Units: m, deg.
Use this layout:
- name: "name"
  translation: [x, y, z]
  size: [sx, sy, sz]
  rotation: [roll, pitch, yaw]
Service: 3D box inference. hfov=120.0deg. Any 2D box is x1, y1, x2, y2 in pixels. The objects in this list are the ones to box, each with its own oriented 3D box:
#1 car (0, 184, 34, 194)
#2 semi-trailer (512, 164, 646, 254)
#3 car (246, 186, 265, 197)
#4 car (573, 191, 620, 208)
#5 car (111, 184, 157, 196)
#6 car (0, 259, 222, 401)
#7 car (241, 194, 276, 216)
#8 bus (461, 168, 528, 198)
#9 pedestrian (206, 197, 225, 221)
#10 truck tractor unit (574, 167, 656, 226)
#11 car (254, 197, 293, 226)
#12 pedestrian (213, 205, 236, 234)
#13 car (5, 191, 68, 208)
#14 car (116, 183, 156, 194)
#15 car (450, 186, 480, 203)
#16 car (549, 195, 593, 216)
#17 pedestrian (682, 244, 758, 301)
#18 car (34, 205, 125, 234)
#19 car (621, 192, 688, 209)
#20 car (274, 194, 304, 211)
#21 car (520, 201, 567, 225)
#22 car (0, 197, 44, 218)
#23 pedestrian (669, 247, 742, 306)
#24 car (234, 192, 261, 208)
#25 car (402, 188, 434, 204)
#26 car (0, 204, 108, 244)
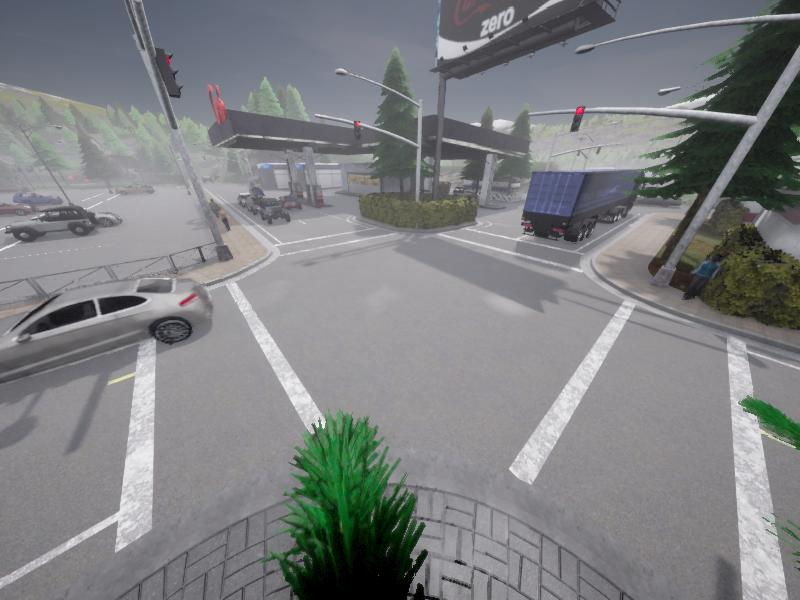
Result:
- name: "car"
  translation: [-75.561, -21.356, 44.506]
  size: [4.792, 1.488, 2.163]
  rotation: [-23, 37, -34]
- name: "semi-trailer"
  translation: [13.595, -7.282, 16.809]
  size: [14.254, 4.402, 2.717]
  rotation: [-22, 37, -34]
- name: "car"
  translation: [-25.515, -19.211, 40.797]
  size: [1.816, 1.474, 4.193]
  rotation: [-22, 37, -33]
- name: "car"
  translation: [24.570, -12.660, 28.971]
  size: [4.611, 1.667, 2.242]
  rotation: [-11, 32, -22]
- name: "car"
  translation: [-47.482, -19.774, 41.410]
  size: [5.027, 1.636, 2.152]
  rotation: [-23, 37, -34]
- name: "car"
  translation: [-8.064, 0.568, 6.007]
  size: [5.027, 1.651, 2.152]
  rotation: [-22, 36, -33]
- name: "car"
  translation: [-15.972, -10.737, 25.967]
  size: [2.033, 1.649, 4.856]
  rotation: [-22, 37, -33]
- name: "bus"
  translation: [16.718, -21.582, 42.125]
  size: [3.944, 4.253, 10.273]
  rotation: [-22, 37, -33]
- name: "pedestrian"
  translation: [-17.048, -8.397, 21.328]
  size: [0.751, 1.860, 0.751]
  rotation: [-23, 37, -34]
- name: "truck tractor unit"
  translation: [19.686, -9.720, 21.231]
  size: [6.516, 4.208, 3.053]
  rotation: [-23, 37, -33]
- name: "car"
  translation: [-11.869, -8.361, 21.588]
  size: [1.905, 1.878, 3.866]
  rotation: [-22, 37, -33]
- name: "pedestrian"
  translation: [-12.937, -5.926, 17.047]
  size: [0.751, 1.860, 0.751]
  rotation: [-23, 37, -34]
- name: "car"
  translation: [-45.788, -12.777, 29.270]
  size: [3.633, 1.501, 1.845]
  rotation: [-23, 37, -34]
- name: "car"
  translation: [-49.532, -20.953, 43.472]
  size: [4.514, 1.523, 2.007]
  rotation: [-23, 37, -34]
- name: "car"
  translation: [9.747, -16.005, 34.849]
  size: [1.905, 1.878, 3.866]
  rotation: [-23, 37, -34]
- name: "car"
  translation: [18.519, -10.345, 25.021]
  size: [4.902, 1.511, 2.128]
  rotation: [-22, 37, -33]
- name: "pedestrian"
  translation: [11.676, -0.995, 8.505]
  size: [0.751, 1.860, 0.751]
  rotation: [-9, 31, -15]
- name: "car"
  translation: [-25.501, -6.610, 18.671]
  size: [3.806, 1.475, 1.970]
  rotation: [-23, 37, -34]
- name: "car"
  translation: [32.070, -12.739, 29.436]
  size: [5.357, 1.411, 2.033]
  rotation: [18, 35, 29]
- name: "car"
  translation: [-13.761, -12.036, 28.475]
  size: [1.994, 1.385, 4.181]
  rotation: [-22, 37, -33]
- name: "car"
  translation: [13.323, -8.082, 21.356]
  size: [4.674, 1.442, 1.812]
  rotation: [-22, 36, -34]
- name: "car"
  translation: [-39.420, -8.945, 22.590]
  size: [4.514, 1.523, 2.007]
  rotation: [-23, 37, -34]
- name: "pedestrian"
  translation: [10.774, -0.831, 8.222]
  size: [0.751, 1.860, 0.751]
  rotation: [-15, 33, -25]
- name: "car"
  translation: [-19.994, -13.111, 30.230]
  size: [1.970, 1.475, 3.806]
  rotation: [-22, 37, -33]
- name: "car"
  translation: [2.620, -15.713, 34.677]
  size: [2.242, 1.667, 4.611]
  rotation: [-23, 37, -34]
- name: "car"
  translation: [-23.841, -5.383, 15.979]
  size: [3.866, 1.878, 1.905]
  rotation: [-23, 37, -34]
